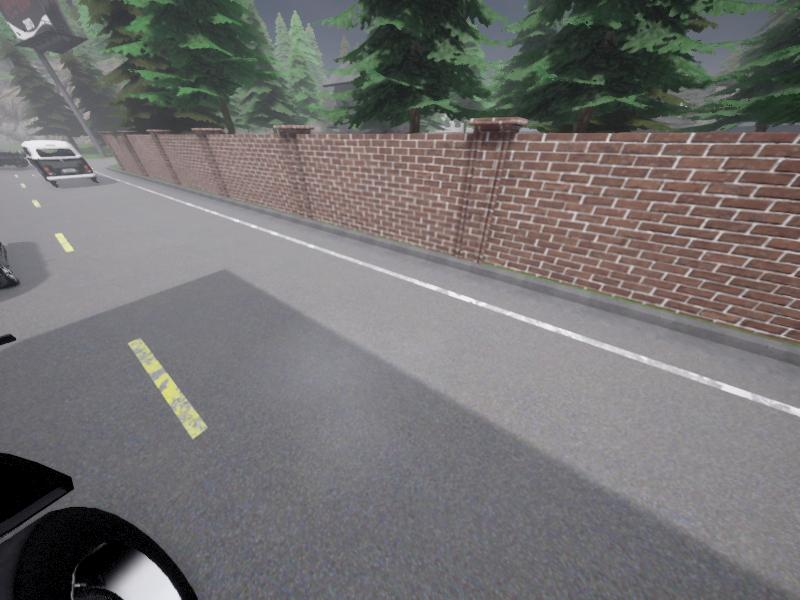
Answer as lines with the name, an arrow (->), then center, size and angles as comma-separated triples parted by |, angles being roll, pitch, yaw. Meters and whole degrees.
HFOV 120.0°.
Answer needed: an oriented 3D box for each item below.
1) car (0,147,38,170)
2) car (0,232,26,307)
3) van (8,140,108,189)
car -> -32.381, -10.923, 17.825 | 4.892, 1.490, 1.837 | -3, 34, -4
car -> -8.608, -0.797, 3.796 | 4.181, 1.385, 1.994 | 22, 40, 27
van -> -19.186, -7.741, 12.992 | 4.480, 2.038, 2.069 | 22, 41, 27
